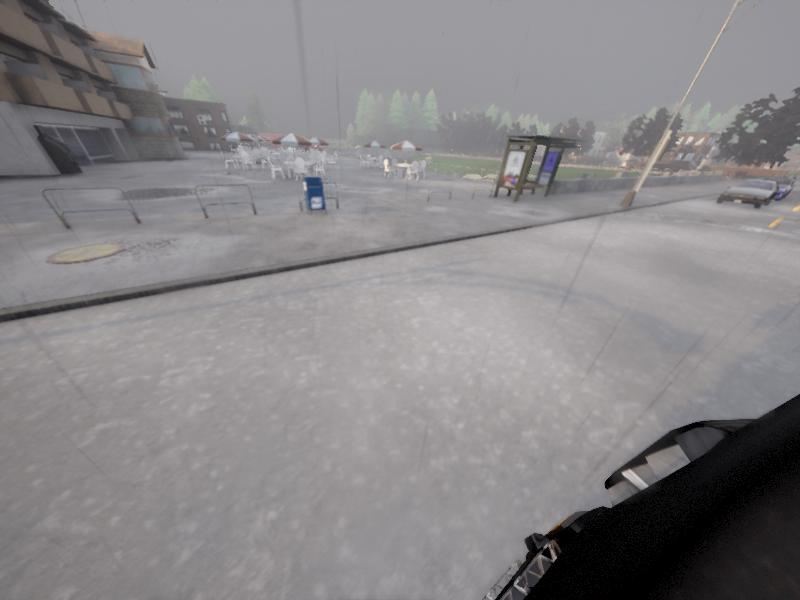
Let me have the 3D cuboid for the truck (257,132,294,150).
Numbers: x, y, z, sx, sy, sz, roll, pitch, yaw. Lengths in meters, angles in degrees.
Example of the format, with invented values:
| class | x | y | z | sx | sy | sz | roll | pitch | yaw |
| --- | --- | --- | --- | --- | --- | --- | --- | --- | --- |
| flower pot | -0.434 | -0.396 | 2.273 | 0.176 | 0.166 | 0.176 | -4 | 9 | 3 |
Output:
| class | x | y | z | sx | sy | sz | roll | pitch | yaw |
| --- | --- | --- | --- | --- | --- | --- | --- | --- | --- |
| truck | -36.226 | -46.458 | 67.459 | 8.468 | 3.827 | 2.891 | -16 | 38 | -26 |

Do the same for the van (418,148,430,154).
| class | x | y | z | sx | sy | sz | roll | pitch | yaw |
| --- | --- | --- | --- | --- | --- | --- | --- | --- | --- |
| van | 9.750 | -61.351 | 95.124 | 4.442 | 1.987 | 1.775 | -16 | 38 | -26 |

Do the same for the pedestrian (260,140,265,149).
| class | x | y | z | sx | sy | sz | roll | pitch | yaw |
| --- | --- | --- | --- | --- | --- | --- | --- | --- | --- |
| pedestrian | -34.181 | -38.621 | 57.435 | 0.751 | 1.860 | 0.751 | -16 | 38 | -26 |

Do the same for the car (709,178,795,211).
| class | x | y | z | sx | sy | sz | roll | pitch | yaw |
| --- | --- | --- | --- | --- | --- | --- | --- | --- | --- |
| car | 22.609 | -6.894 | 14.831 | 5.357 | 1.411 | 2.033 | -16 | 38 | -26 |

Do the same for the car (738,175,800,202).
| class | x | y | z | sx | sy | sz | roll | pitch | yaw |
| --- | --- | --- | --- | --- | --- | --- | --- | --- | --- |
| car | 29.373 | -8.879 | 18.226 | 4.514 | 1.525 | 2.007 | -16 | 38 | -26 |
